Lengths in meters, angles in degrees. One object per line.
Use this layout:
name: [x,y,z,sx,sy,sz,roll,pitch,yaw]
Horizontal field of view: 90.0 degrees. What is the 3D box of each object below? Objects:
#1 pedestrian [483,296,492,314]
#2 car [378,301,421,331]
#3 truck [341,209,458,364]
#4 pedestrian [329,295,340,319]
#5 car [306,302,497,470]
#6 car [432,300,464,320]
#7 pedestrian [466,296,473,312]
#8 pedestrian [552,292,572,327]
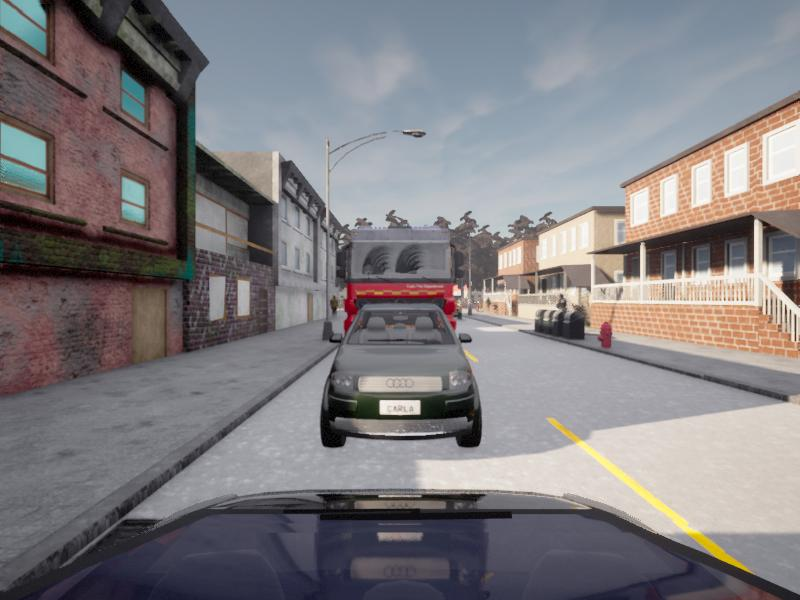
pedestrian: [9.279,0.494,42.296,0.751,1.860,0.751,0,0,0]
car: [-0.024,0.834,22.846,2.163,1.488,4.792,0,0,0]
truck: [-0.012,-0.331,14.120,2.891,3.827,8.468,0,0,0]
pedestrian: [-5.102,0.510,31.240,0.751,1.860,0.751,0,0,0]
car: [0.006,0.810,5.589,1.789,1.549,3.705,0,0,0]
car: [3.957,0.802,33.734,2.038,1.542,4.974,0,0,0]
pedestrian: [8.530,0.489,49.122,0.751,1.860,0.751,0,0,8]
pedestrian: [8.916,0.517,22.086,0.751,1.860,0.751,0,0,-5]
